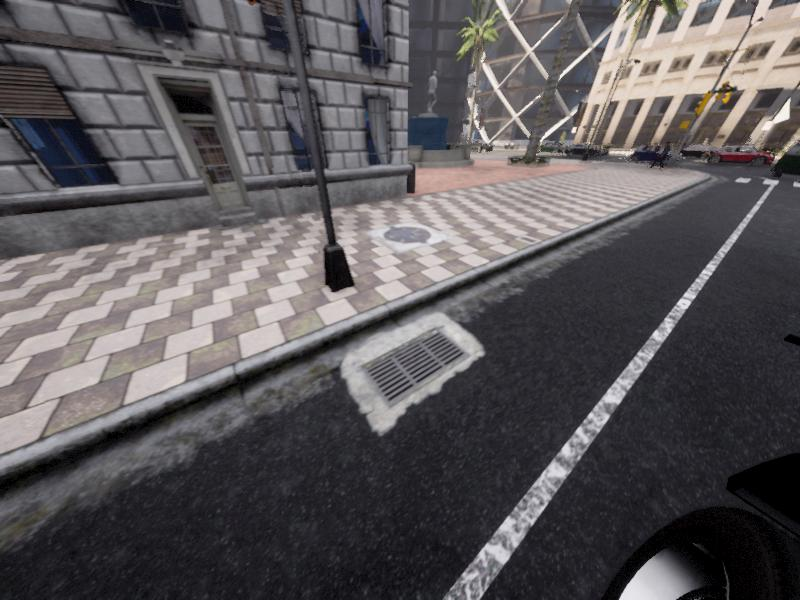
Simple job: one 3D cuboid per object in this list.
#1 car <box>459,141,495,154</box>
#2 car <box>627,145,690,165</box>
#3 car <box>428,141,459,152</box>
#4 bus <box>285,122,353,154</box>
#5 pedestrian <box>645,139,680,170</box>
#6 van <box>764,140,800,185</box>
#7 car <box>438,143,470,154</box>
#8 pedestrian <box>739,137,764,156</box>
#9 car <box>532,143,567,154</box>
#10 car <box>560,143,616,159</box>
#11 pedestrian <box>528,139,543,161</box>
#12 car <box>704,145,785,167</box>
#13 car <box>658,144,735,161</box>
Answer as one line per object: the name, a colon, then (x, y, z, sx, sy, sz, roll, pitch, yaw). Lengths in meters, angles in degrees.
car: (12.713, -25.397, 38.408, 5.238, 1.638, 1.930, 17, 38, 23)
car: (25.513, -14.497, 22.947, 1.845, 1.501, 3.633, -23, 41, -28)
car: (8.059, -28.794, 43.262, 5.238, 1.638, 1.930, 12, 37, 17)
bus: (-13.932, -28.564, 40.843, 10.273, 4.253, 3.944, -8, 35, -11)
pedestrian: (19.192, -10.630, 16.917, 0.751, 1.860, 0.751, -15, 38, -20)
van: (23.679, -7.667, 12.878, 1.775, 1.987, 4.442, 22, 41, 27)
car: (8.636, -24.312, 37.072, 4.674, 1.442, 1.812, 14, 37, 19)
pedestrian: (43.406, -18.951, 28.532, 0.751, 1.860, 0.751, 21, 41, 28)
car: (24.559, -25.012, 38.006, 1.994, 1.385, 4.181, -29, 44, -34)
car: (23.939, -19.196, 29.639, 2.128, 1.511, 4.902, -24, 42, -30)
pedestrian: (13.888, -15.417, 23.748, 0.751, 1.860, 0.751, 22, 41, 28)
car: (31.320, -13.227, 21.147, 1.970, 1.475, 3.806, -22, 41, -28)
car: (34.729, -17.520, 27.280, 2.033, 1.411, 5.357, -22, 40, -27)
